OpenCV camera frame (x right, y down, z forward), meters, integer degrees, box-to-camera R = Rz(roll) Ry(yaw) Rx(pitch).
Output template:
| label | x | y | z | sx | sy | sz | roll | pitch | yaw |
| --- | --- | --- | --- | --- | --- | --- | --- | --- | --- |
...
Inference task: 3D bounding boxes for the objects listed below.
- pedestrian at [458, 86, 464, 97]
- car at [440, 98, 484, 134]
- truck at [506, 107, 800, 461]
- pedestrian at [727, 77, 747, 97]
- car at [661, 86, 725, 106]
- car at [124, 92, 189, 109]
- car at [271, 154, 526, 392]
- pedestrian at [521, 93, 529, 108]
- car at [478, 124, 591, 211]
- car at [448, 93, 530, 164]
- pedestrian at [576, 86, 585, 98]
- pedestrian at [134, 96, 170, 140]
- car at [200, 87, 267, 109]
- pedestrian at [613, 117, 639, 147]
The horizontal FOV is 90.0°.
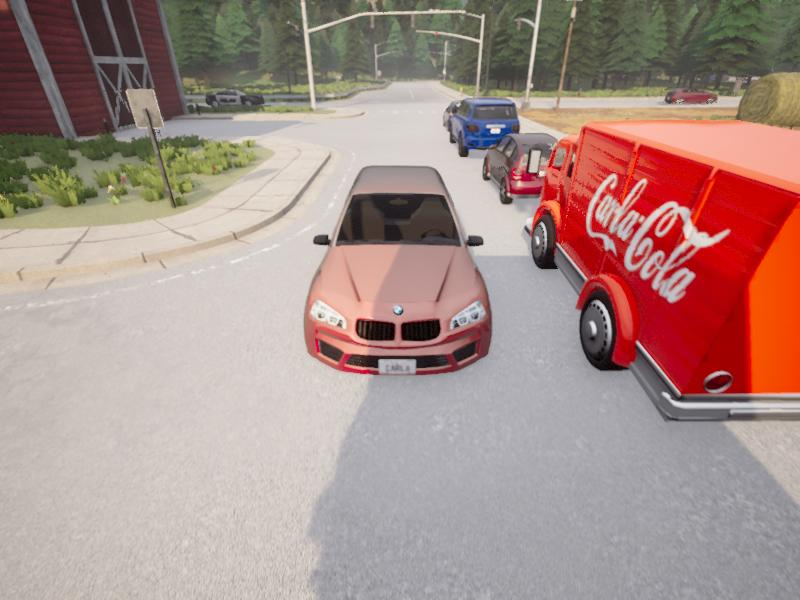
| label | x | y | z | sx | sy | sz | roll | pitch | yaw |
| --- | --- | --- | --- | --- | --- | --- | --- | --- | --- |
| pedestrian | 7.047 | -24.116 | 46.224 | 0.500 | 1.100 | 0.500 | 13 | 33 | 21 |
| car | 3.417 | -10.509 | 22.699 | 1.845 | 1.501 | 3.633 | 0 | 30 | 0 |
| truck | 3.462 | -0.930 | 5.226 | 2.627 | 2.467 | 5.204 | 0 | 30 | 0 |
| pedestrian | 35.785 | -22.613 | 42.517 | 0.751 | 1.860 | 0.751 | -5 | 30 | -8 |
| car | 26.769 | -18.742 | 36.698 | 4.193 | 1.474 | 1.816 | 0 | 30 | 1 |
| car | -22.811 | -18.748 | 37.588 | 4.718 | 1.301 | 1.895 | 0 | 30 | 1 |
| car | -0.023 | -0.868 | 5.931 | 2.242 | 1.667 | 4.611 | 0 | 30 | 0 |
| pedestrian | 10.285 | -16.421 | 32.946 | 0.500 | 1.100 | 0.500 | 7 | 31 | 13 |
| car | 3.447 | -3.795 | 11.091 | 1.789 | 1.549 | 3.705 | 0 | 30 | 0 |
| car | 3.422 | -7.332 | 16.706 | 2.150 | 2.045 | 5.566 | 0 | 30 | 0 |
| pedestrian | 19.444 | -22.401 | 43.140 | 0.500 | 1.100 | 0.500 | 1 | 30 | 3 |
| pedestrian | -11.955 | -8.795 | 19.341 | 0.751 | 1.860 | 0.751 | -3 | 30 | -4 |
| car | -15.456 | -18.885 | 37.376 | 5.238 | 1.638 | 1.930 | 0 | 30 | 1 |
| pedestrian | 9.381 | -6.983 | 16.613 | 0.500 | 1.100 | 0.500 | -11 | 32 | -17 |
